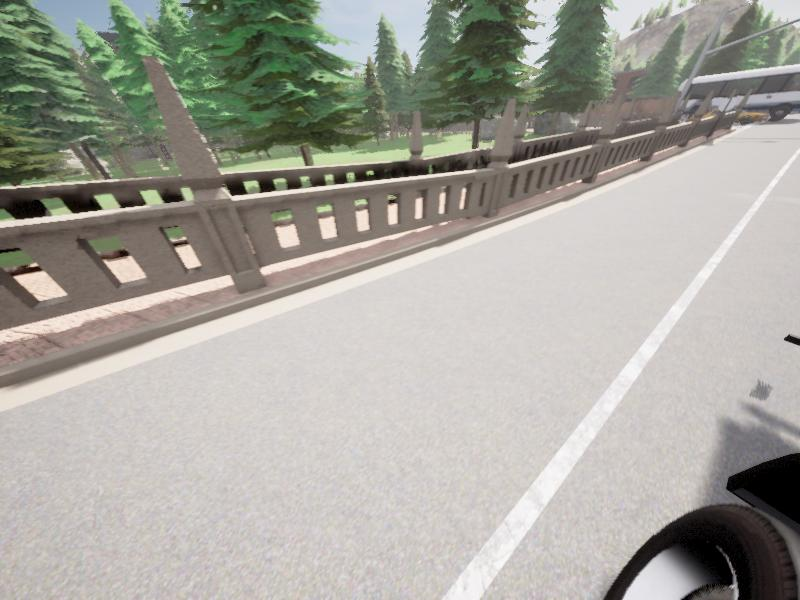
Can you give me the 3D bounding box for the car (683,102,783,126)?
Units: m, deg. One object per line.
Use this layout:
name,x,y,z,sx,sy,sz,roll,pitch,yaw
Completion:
car,33.380,-18.754,23.470,1.801,1.575,5.366,-20,40,-18

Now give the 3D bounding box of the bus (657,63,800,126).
bus,36.322,-21.750,24.811,3.944,4.253,10.273,-27,43,-26
